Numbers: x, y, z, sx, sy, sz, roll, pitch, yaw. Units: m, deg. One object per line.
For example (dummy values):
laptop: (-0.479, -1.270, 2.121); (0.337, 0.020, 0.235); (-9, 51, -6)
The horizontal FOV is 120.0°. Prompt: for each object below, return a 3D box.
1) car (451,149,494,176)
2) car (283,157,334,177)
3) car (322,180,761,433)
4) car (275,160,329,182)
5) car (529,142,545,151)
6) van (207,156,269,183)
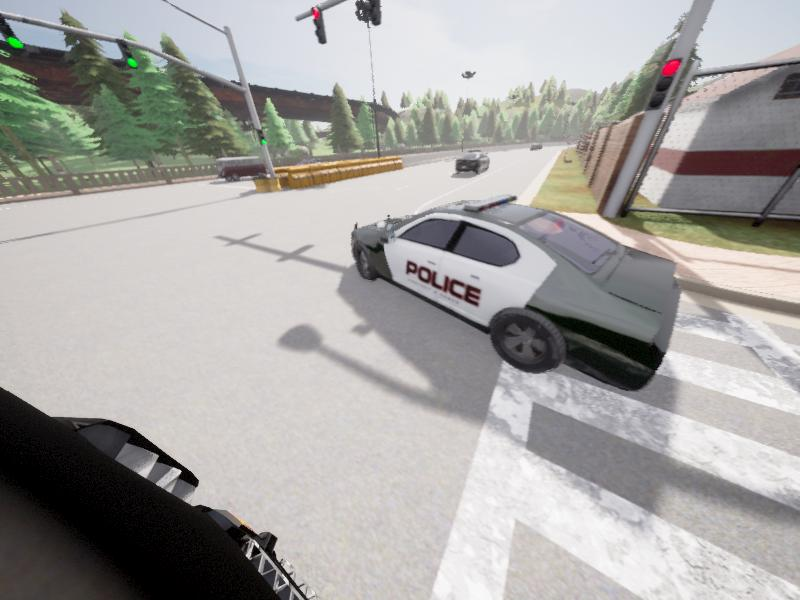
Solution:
car: (6.388, -12.000, 20.014); (1.930, 1.638, 5.238); (17, 39, 27)
car: (-10.054, -14.960, 25.879); (2.128, 1.511, 4.902); (16, 38, 27)
car: (0.973, -0.833, 3.742); (2.038, 1.542, 4.974); (-27, 40, -33)
car: (-9.031, -12.108, 21.637); (1.994, 1.385, 4.181); (16, 38, 27)
car: (32.583, -36.449, 54.844); (2.128, 1.511, 4.902); (21, 40, 32)
van: (-16.057, -13.163, 23.219); (1.775, 1.987, 4.442); (16, 38, 27)
